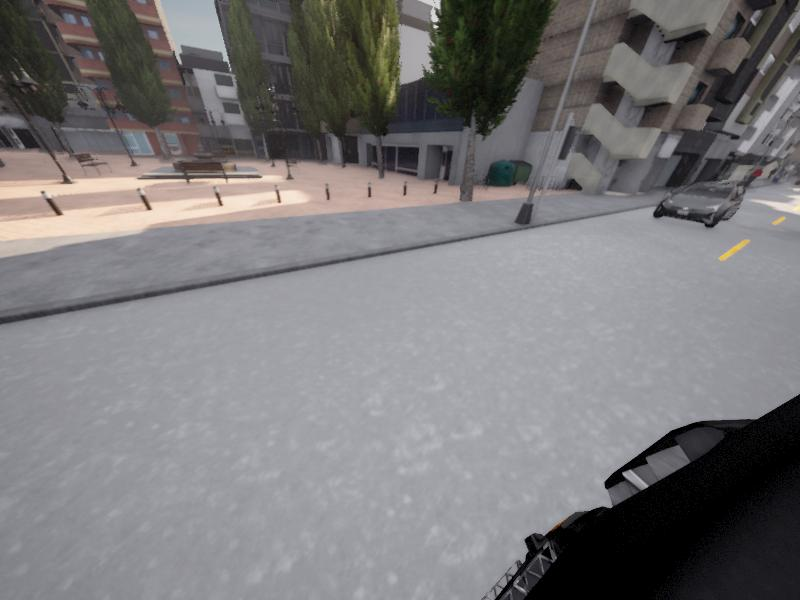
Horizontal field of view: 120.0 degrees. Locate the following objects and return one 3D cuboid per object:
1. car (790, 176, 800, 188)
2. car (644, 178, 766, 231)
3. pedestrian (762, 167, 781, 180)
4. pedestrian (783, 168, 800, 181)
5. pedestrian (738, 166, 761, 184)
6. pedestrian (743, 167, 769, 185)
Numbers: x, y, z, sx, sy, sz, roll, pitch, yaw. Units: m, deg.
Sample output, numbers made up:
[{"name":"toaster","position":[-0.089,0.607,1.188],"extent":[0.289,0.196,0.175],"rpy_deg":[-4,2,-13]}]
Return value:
[{"name":"car","position":[57.677,-16.651,32.617],"extent":[4.718,1.301,1.895],"rpy_deg":[-16,38,-26]},{"name":"car","position":[13.301,-4.313,10.093],"extent":[4.514,1.525,2.007],"rpy_deg":[-16,38,-26]},{"name":"pedestrian","position":[61.613,-20.972,38.310],"extent":[0.751,1.860,0.751],"rpy_deg":[-14,37,-24]},{"name":"pedestrian","position":[67.281,-21.573,39.634],"extent":[0.751,1.860,0.751],"rpy_deg":[-12,36,-20]},{"name":"pedestrian","position":[44.400,-15.884,29.348],"extent":[0.751,1.860,0.751],"rpy_deg":[-17,38,-27]},{"name":"pedestrian","position":[42.528,-14.831,27.617],"extent":[0.751,1.860,0.751],"rpy_deg":[-13,37,-23]}]
